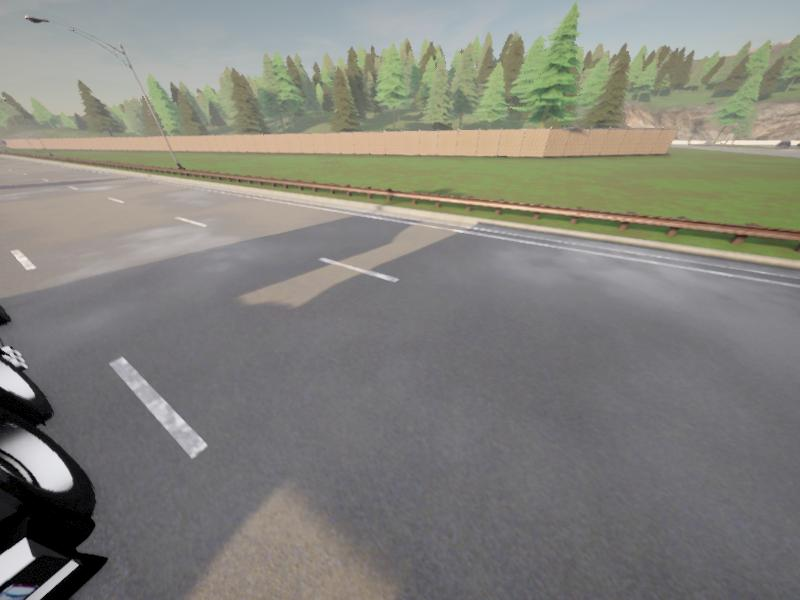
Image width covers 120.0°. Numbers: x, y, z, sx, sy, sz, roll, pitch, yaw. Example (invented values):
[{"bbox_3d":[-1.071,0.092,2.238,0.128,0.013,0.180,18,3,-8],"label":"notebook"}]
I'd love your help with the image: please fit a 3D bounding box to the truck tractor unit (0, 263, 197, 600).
[{"bbox_3d":[-5.113,-0.296,0.791,6.516,4.208,3.053,18,39,24],"label":"truck tractor unit"}]
